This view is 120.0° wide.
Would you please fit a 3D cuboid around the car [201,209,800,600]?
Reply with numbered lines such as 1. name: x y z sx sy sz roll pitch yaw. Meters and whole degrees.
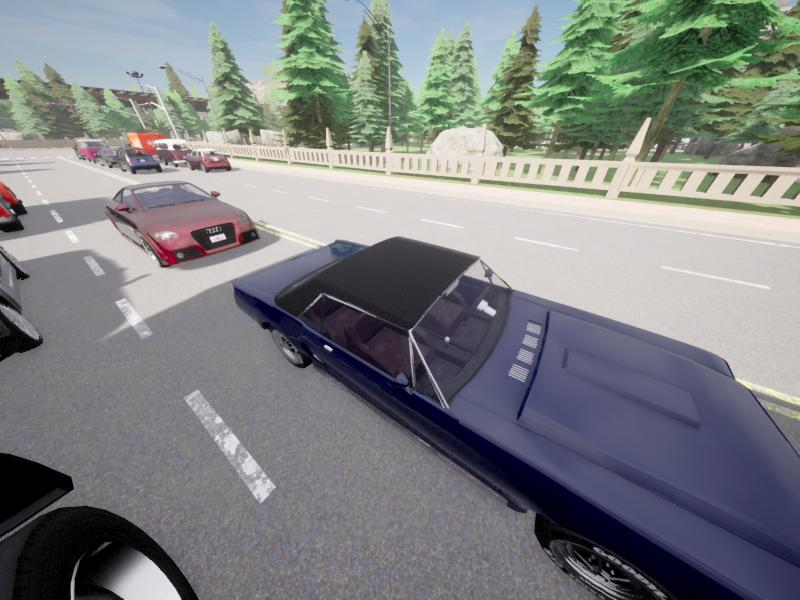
1. car: 0.346 0.296 2.377 4.718 1.301 1.895 22 41 28

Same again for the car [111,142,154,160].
1. car: -32.241 -18.005 27.858 4.856 1.649 2.033 22 41 28

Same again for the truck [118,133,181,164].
1. truck: -26.093 -15.854 24.114 5.204 2.467 2.627 22 41 28

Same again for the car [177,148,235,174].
1. car: -15.294 -11.056 18.237 3.806 1.475 1.970 22 40 28

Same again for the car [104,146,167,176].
1. car: -19.767 -10.469 17.257 3.988 1.617 1.851 22 41 28

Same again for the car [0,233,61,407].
1. car: -6.541 -0.183 2.723 5.238 1.638 1.930 22 41 28

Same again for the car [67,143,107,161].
1. car: -35.843 -16.981 26.440 3.705 1.549 1.789 22 41 28

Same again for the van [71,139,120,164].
1. van: -31.122 -15.239 23.623 4.442 1.987 1.775 22 41 28

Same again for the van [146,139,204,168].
1. van: -20.412 -13.367 20.994 4.480 2.038 2.069 22 41 28

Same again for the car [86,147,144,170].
1. car: -25.303 -12.633 20.477 5.357 1.411 2.033 22 41 28

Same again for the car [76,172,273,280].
1. car: -5.491 -2.101 5.678 4.181 1.385 1.994 21 40 27

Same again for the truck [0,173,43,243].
1. truck: -12.776 -3.063 6.029 5.204 2.467 2.627 22 41 28
